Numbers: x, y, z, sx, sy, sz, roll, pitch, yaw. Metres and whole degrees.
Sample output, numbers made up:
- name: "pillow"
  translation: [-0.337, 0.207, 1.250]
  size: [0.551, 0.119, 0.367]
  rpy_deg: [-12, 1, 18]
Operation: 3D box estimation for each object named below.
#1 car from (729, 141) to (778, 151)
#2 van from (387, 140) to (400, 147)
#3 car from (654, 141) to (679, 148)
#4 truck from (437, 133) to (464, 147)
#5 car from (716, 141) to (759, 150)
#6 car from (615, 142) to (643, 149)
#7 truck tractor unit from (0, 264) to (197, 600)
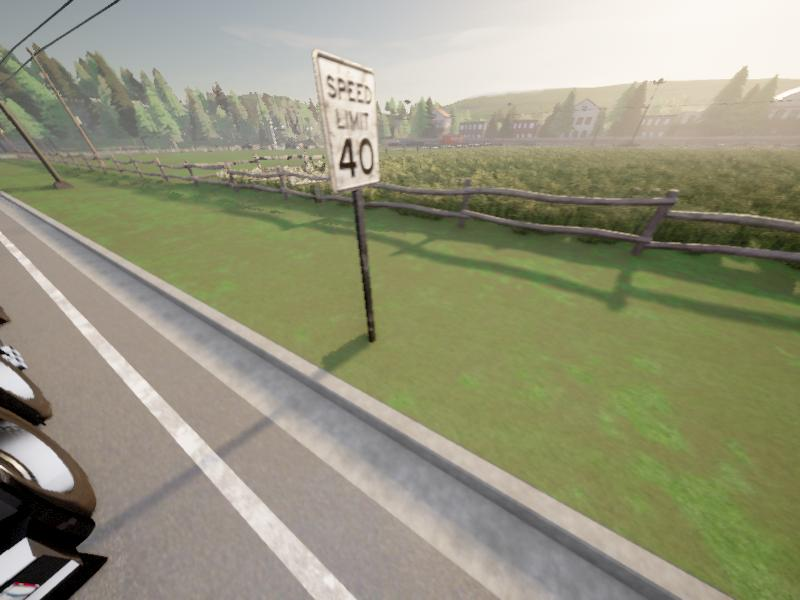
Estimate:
- name: "car"
  translation: [74.127, -32.384, 48.571]
  size: [5.366, 1.575, 1.801]
  rpy_deg: [18, 39, 25]
- name: "van"
  translation: [-2.349, -57.740, 85.254]
  size: [4.480, 2.038, 2.069]
  rpy_deg: [18, 39, 25]
- name: "car"
  translation: [69.860, -40.740, 60.597]
  size: [3.633, 1.501, 1.845]
  rpy_deg: [18, 39, 25]
- name: "truck"
  translation: [17.838, -56.468, 81.675]
  size: [8.468, 3.827, 2.891]
  rpy_deg: [18, 39, 25]
- name: "car"
  translation: [75.019, -34.402, 51.469]
  size: [5.008, 1.535, 1.882]
  rpy_deg: [18, 39, 25]
- name: "car"
  translation: [60.994, -41.305, 61.565]
  size: [4.792, 1.488, 2.163]
  rpy_deg: [18, 39, 25]
- name: "truck tractor unit"
  translation: [-5.111, -0.301, 0.785]
  size: [6.516, 4.208, 3.053]
  rpy_deg: [18, 39, 24]
